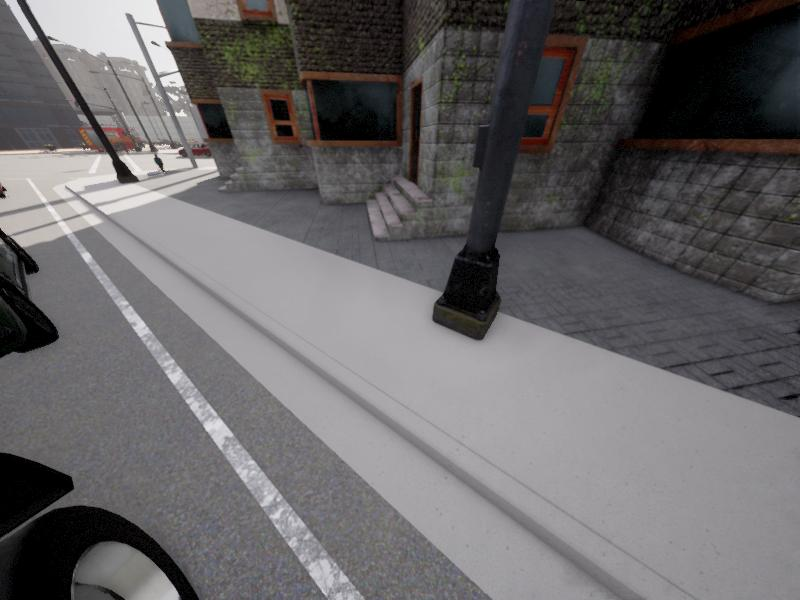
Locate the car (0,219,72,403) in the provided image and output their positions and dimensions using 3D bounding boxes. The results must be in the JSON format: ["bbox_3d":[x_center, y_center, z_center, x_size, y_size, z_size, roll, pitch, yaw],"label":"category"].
[{"bbox_3d":[-6.715,-0.410,2.703,5.566,2.045,2.150,22,40,28],"label":"car"}]

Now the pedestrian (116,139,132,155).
[{"bbox_3d":[-39.365,-21.814,32.954,0.751,1.860,0.751,-26,43,-32],"label":"pedestrian"}]

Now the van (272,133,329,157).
[{"bbox_3d":[-13.127,-20.872,31.039,6.366,2.431,2.351,-6,36,-8],"label":"van"}]

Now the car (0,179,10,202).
[{"bbox_3d":[-18.834,-5.127,9.810,4.674,1.442,1.812,23,41,28],"label":"car"}]

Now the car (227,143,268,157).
[{"bbox_3d":[-19.919,-19.745,30.390,3.806,1.475,1.970,-6,36,-8],"label":"car"}]

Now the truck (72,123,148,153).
[{"bbox_3d":[-48.847,-27.670,39.538,2.891,3.827,8.468,-7,36,-10],"label":"truck"}]

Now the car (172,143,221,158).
[{"bbox_3d":[-25.886,-19.142,29.548,4.193,1.474,1.816,-6,36,-8],"label":"car"}]

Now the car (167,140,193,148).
[{"bbox_3d":[-51.440,-36.526,54.086,2.038,1.542,4.974,-5,36,-7],"label":"car"}]

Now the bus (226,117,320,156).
[{"bbox_3d":[-17.237,-23.152,32.760,10.273,4.253,3.944,-6,36,-8],"label":"bus"}]

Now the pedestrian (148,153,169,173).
[{"bbox_3d":[-16.325,-9.286,15.654,0.500,1.100,0.500,26,42,31],"label":"pedestrian"}]

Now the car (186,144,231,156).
[{"bbox_3d":[-26.705,-21.066,32.369,4.181,1.385,1.994,-6,36,-8],"label":"car"}]
